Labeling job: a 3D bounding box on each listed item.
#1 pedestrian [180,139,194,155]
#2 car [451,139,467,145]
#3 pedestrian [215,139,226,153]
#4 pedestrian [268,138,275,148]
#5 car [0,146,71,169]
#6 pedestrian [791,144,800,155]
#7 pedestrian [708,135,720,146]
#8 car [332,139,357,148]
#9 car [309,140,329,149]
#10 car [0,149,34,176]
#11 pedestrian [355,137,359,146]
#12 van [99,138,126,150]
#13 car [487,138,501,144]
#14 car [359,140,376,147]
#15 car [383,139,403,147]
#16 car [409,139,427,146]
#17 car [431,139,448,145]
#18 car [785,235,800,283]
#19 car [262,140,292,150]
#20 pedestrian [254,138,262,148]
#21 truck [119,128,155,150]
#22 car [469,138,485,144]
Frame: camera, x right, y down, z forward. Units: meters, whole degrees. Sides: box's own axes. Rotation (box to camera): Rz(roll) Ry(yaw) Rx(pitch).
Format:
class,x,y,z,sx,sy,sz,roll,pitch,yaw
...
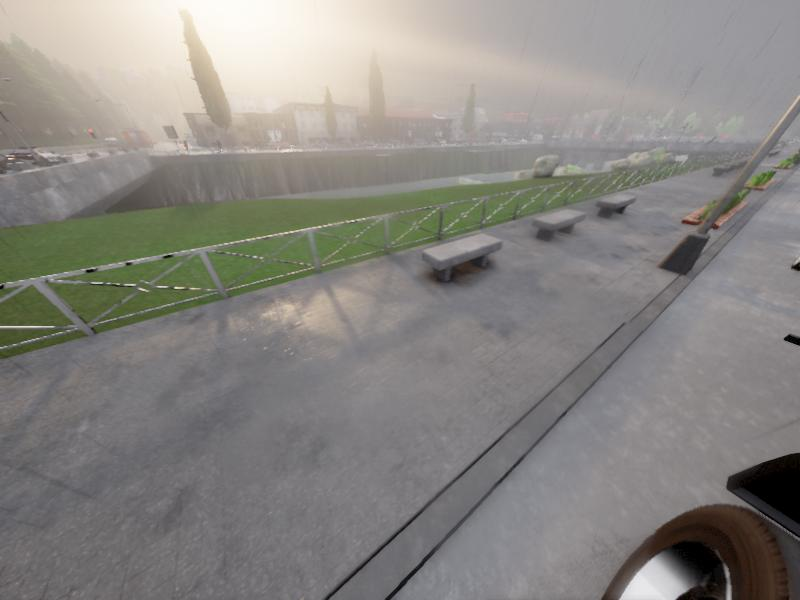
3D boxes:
class,x,y,z,sx,sy,sz,roll,pitch,yaw
pedestrian,-31.170,-22.437,33.855,0.751,1.860,0.751,-21,40,-27
car,18.684,-50.235,73.218,5.008,1.535,1.882,-21,40,-27
pedestrian,-29.146,-24.981,37.428,0.751,1.860,0.751,-24,42,-29
pedestrian,-28.108,-34.249,50.473,0.751,1.860,0.751,-6,36,-8
car,-34.455,-13.594,21.917,2.038,1.542,4.974,-21,40,-27
pedestrian,49.800,-18.921,28.414,0.751,1.860,0.751,-15,38,-19
pedestrian,70.371,-35.743,51.758,0.751,1.860,0.751,-21,40,-27
car,-13.435,-37.912,55.958,5.238,1.638,1.930,-21,40,-27
car,-18.614,-35.849,53.225,3.806,1.475,1.970,-21,40,-26
car,-30.823,-10.392,17.433,1.816,1.474,4.193,-21,40,-27
pedestrian,-11.701,-43.063,62.819,0.751,1.860,0.751,-26,43,-32
van,-61.850,-33.557,49.769,2.069,2.038,4.480,-21,40,-27
car,32.812,-55.660,80.808,4.892,1.490,1.837,-21,40,-27
car,-8.292,-39.824,58.763,3.806,1.475,1.970,-21,40,-27
car,-1.894,-42.355,62.149,5.238,1.638,1.930,-21,40,-27
car,5.130,-45.061,65.915,4.856,1.649,2.033,-21,40,-27
car,11.919,-47.653,69.574,4.974,1.542,2.038,-21,40,-27
car,9.611,-1.138,4.247,4.181,1.385,1.994,-21,40,-27
car,-26.117,-33.020,49.158,5.027,1.651,2.152,-21,40,-27
pedestrian,-31.848,-35.122,51.725,0.751,1.860,0.751,9,36,13
truck,-60.406,-37.235,53.390,2.891,3.827,8.468,-21,40,-27
car,25.724,-52.987,76.965,5.238,1.638,1.930,-21,40,-27
